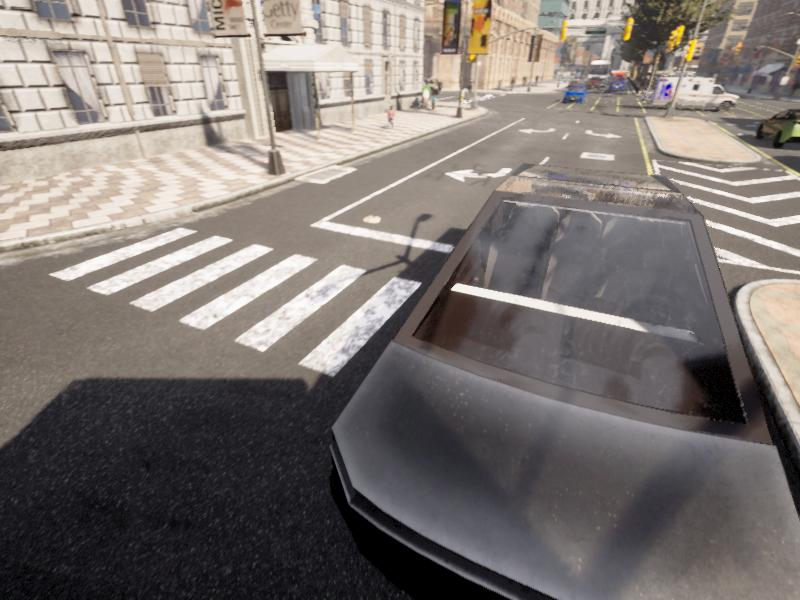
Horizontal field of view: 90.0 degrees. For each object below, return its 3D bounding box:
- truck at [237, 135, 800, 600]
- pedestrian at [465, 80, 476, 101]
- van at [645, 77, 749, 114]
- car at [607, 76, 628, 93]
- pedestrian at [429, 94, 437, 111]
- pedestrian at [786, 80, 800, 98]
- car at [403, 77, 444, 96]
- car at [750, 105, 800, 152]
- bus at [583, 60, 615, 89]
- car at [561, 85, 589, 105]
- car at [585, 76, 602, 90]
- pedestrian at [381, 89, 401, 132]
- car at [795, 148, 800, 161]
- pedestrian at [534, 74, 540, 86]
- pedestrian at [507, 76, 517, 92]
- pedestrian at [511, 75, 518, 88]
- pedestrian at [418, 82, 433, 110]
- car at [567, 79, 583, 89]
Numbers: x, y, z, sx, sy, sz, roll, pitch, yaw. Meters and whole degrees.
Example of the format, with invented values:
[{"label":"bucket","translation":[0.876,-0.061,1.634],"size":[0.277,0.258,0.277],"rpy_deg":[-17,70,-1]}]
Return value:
[{"label":"truck","translation":[1.727,-0.104,4.155],"size":[2.390,2.098,6.274],"rpy_deg":[13,33,20]},{"label":"pedestrian","translation":[7.287,-21.763,41.513],"size":[0.751,1.860,0.751],"rpy_deg":[15,33,23]},{"label":"van","translation":[24.742,-17.363,33.789],"size":[6.366,2.431,2.351],"rpy_deg":[14,33,21]},{"label":"car","translation":[33.015,-32.776,60.704],"size":[2.150,2.045,5.566],"rpy_deg":[14,33,22]},{"label":"pedestrian","translation":[2.482,-14.729,29.839],"size":[0.500,1.100,0.500],"rpy_deg":[0,30,-2]},{"label":"pedestrian","translation":[47.960,-25.647,48.605],"size":[0.751,1.860,0.751],"rpy_deg":[16,34,25]},{"label":"car","translation":[2.843,-26.432,49.456],"size":[4.605,1.855,1.932],"rpy_deg":[14,33,21]},{"label":"car","translation":[18.444,-8.049,18.625],"size":[2.007,1.525,4.514],"rpy_deg":[14,33,22]},{"label":"bus","translation":[36.766,-41.572,73.626],"size":[3.944,4.253,10.273],"rpy_deg":[14,33,22]},{"label":"car","translation":[17.472,-20.438,39.799],"size":[1.882,1.535,5.008],"rpy_deg":[14,33,22]},{"label":"car","translation":[31.671,-35.383,65.308],"size":[1.905,1.878,3.866],"rpy_deg":[14,33,22]},{"label":"pedestrian","translation":[-0.461,-9.595,20.244],"size":[0.751,1.860,0.751],"rpy_deg":[13,33,20]},{"label":"car","translation":[15.768,-5.270,13.793],"size":[1.789,1.549,3.705],"rpy_deg":[14,33,22]},{"label":"pedestrian","translation":[25.274,-40.633,73.836],"size":[0.751,1.860,0.751],"rpy_deg":[13,33,21]},{"label":"pedestrian","translation":[15.096,-29.048,53.822],"size":[0.751,1.860,0.751],"rpy_deg":[21,36,30]},{"label":"pedestrian","translation":[18.839,-36.063,65.897],"size":[0.751,1.860,0.751],"rpy_deg":[14,33,21]},{"label":"pedestrian","translation":[1.950,-15.557,30.492],"size":[0.751,1.860,0.751],"rpy_deg":[20,36,30]},{"label":"car","translation":[30.749,-37.966,70.272],"size":[1.895,1.301,4.718],"rpy_deg":[14,33,22]}]
